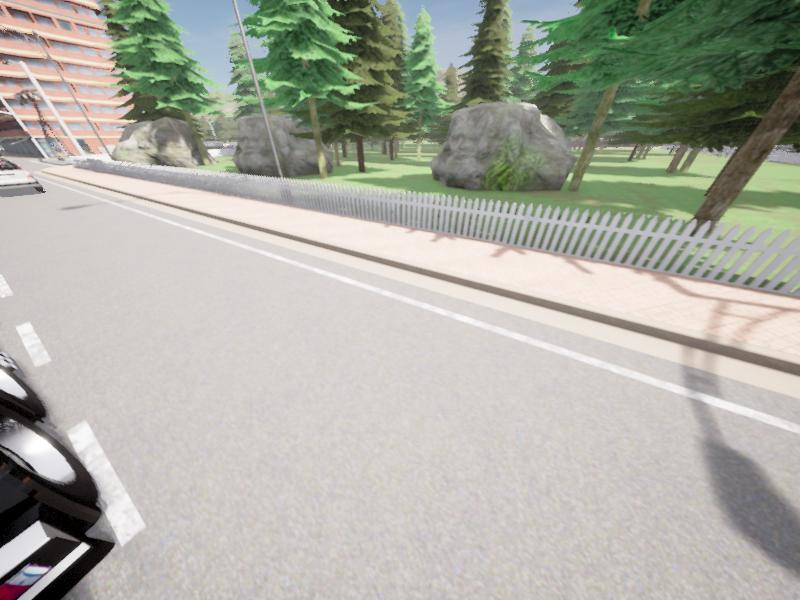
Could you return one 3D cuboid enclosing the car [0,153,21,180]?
[{"bbox_3d":[-31.201,-10.007,17.169,4.611,1.667,2.242,19,39,25],"label":"car"}]

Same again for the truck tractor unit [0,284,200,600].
[{"bbox_3d":[-5.144,-0.267,0.724,6.516,4.208,3.053,17,39,22],"label":"truck tractor unit"}]

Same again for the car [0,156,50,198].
[{"bbox_3d":[-21.227,-6.631,12.292,3.988,1.617,1.851,18,39,25],"label":"car"}]

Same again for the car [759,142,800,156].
[{"bbox_3d":[57.441,-22.648,34.579,2.152,1.651,5.027,19,39,26],"label":"car"}]

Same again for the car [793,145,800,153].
[{"bbox_3d":[68.356,-25.219,37.956,1.905,1.878,3.866,20,39,26],"label":"car"}]

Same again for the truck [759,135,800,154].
[{"bbox_3d":[65.135,-26.285,38.987,2.627,2.467,5.204,20,39,26],"label":"truck"}]

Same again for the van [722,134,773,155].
[{"bbox_3d":[55.436,-24.983,37.107,1.988,2.561,5.915,20,39,26],"label":"van"}]
